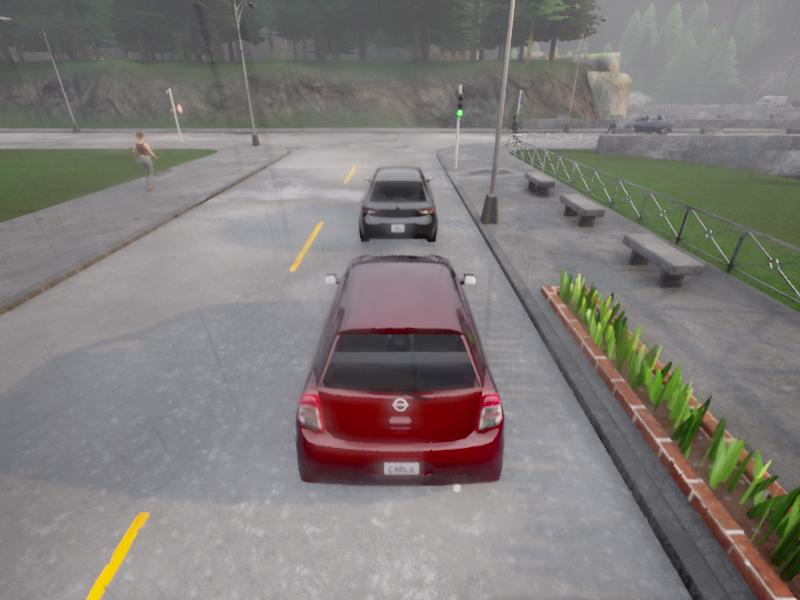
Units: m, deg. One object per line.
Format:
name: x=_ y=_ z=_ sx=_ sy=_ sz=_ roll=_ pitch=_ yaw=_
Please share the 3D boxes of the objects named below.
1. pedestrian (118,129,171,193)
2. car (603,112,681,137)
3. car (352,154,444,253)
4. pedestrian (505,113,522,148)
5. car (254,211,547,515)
pedestrian: x=-8.308 y=-4.538 z=13.084 sx=0.751 sy=1.860 sz=0.751 roll=4 pitch=27 yaw=7
car: x=19.432 y=-14.215 z=32.348 sx=4.611 sy=1.667 sz=2.242 roll=0 pitch=27 yaw=0
car: x=-0.032 y=-2.618 z=10.056 sx=1.816 sy=1.474 sz=4.193 roll=0 pitch=27 yaw=0
pedestrian: x=6.798 y=-10.166 z=23.986 sx=0.751 sy=1.860 sz=0.751 roll=6 pitch=28 yaw=11
car: x=0.002 y=0.224 z=4.480 sx=1.845 sy=1.501 sz=3.633 roll=0 pitch=27 yaw=0
